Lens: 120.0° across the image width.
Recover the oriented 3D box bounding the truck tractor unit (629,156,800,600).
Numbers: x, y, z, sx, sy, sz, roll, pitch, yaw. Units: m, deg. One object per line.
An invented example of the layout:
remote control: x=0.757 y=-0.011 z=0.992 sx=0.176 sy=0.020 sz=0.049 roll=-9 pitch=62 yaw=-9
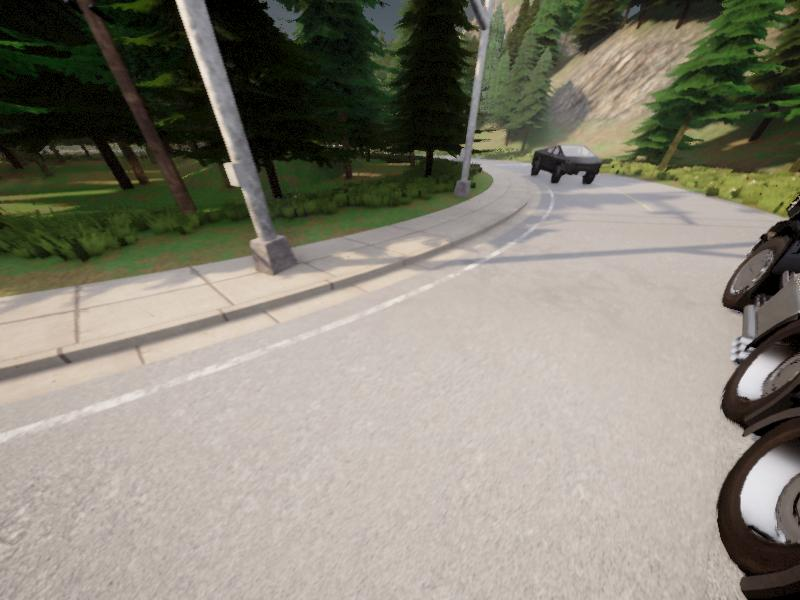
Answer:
truck tractor unit: x=4.916 y=-0.457 z=1.021 sx=6.516 sy=4.208 sz=3.053 roll=-26 pitch=42 yaw=-32

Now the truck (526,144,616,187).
truck: x=11.425 y=-9.658 z=16.256 sx=2.390 sy=2.098 sz=6.274 roll=5 pitch=35 yaw=7
